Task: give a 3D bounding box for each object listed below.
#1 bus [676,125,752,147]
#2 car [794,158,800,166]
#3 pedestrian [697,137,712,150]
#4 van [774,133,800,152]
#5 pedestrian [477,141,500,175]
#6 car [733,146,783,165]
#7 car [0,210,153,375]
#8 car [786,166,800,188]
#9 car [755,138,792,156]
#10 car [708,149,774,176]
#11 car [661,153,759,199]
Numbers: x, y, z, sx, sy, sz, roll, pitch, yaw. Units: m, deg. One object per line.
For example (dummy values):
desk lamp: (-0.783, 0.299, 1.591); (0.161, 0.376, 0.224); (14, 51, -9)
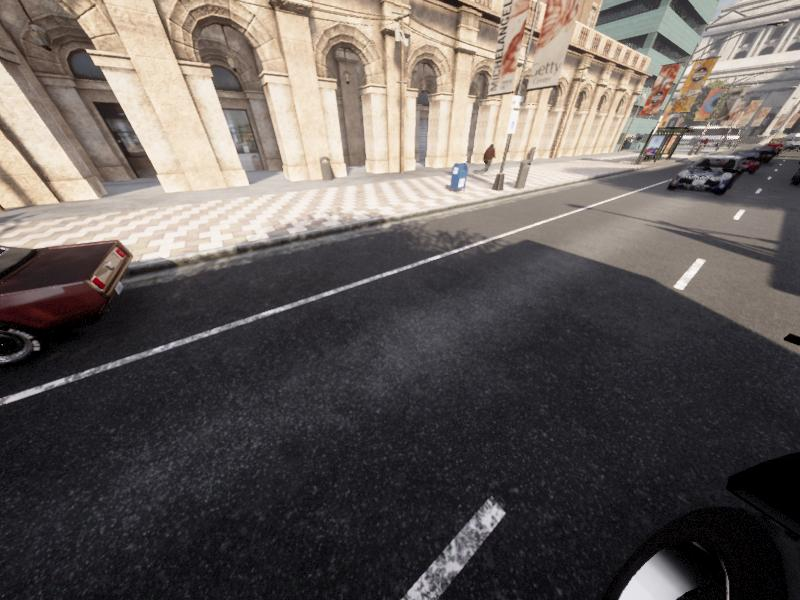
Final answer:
bus: (79.999, -42.056, 59.299); (3.944, 4.253, 10.273); (-22, 41, -28)
car: (38.472, -13.126, 21.043); (5.357, 1.411, 2.033); (-22, 40, -27)
pedestrian: (55.690, -28.653, 42.236); (0.751, 1.860, 0.751); (-20, 40, -26)
van: (68.640, -27.372, 40.044); (1.988, 2.561, 5.915); (28, 44, 34)
pedestrian: (5.769, -9.245, 15.064); (0.751, 1.860, 0.751); (-26, 42, -31)
car: (35.275, -14.293, 22.742); (4.181, 1.385, 1.994); (-22, 41, -27)
car: (-6.202, 0.304, 2.390); (4.718, 1.301, 1.895); (-22, 41, -28)
car: (23.131, -6.973, 12.311); (4.974, 1.542, 2.038); (-22, 41, -28)
car: (51.353, -21.058, 31.771); (3.866, 1.878, 1.905); (-22, 41, -28)
car: (24.985, -10.124, 16.906); (4.181, 1.385, 1.994); (-22, 41, -28)
car: (14.994, -6.114, 11.194); (3.806, 1.475, 1.970); (-22, 41, -28)
